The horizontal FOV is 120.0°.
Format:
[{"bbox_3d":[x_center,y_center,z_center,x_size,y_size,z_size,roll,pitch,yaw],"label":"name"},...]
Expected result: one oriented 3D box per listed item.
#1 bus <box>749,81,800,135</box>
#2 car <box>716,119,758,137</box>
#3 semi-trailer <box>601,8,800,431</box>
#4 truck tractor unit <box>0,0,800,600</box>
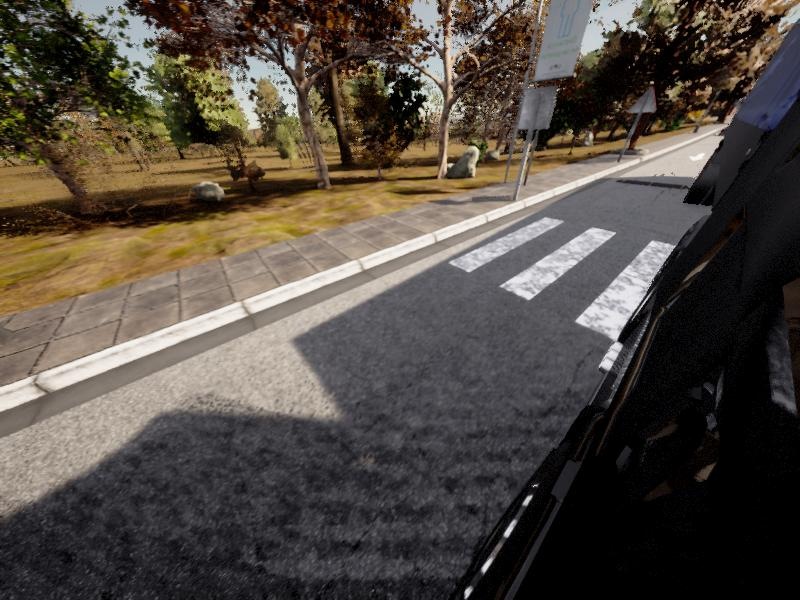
[{"bbox_3d":[43.799,-21.179,25.464,10.273,4.253,3.944,-28,43,-28],"label":"bus"},{"bbox_3d":[36.769,-18.757,25.188,4.181,1.385,1.994,-27,43,-28],"label":"car"},{"bbox_3d":[8.539,-3.712,4.374,14.254,4.402,2.717,-30,44,-31],"label":"semi-trailer"},{"bbox_3d":[2.645,-0.295,0.351,6.516,4.208,3.053,-28,44,-30],"label":"truck tractor unit"}]
